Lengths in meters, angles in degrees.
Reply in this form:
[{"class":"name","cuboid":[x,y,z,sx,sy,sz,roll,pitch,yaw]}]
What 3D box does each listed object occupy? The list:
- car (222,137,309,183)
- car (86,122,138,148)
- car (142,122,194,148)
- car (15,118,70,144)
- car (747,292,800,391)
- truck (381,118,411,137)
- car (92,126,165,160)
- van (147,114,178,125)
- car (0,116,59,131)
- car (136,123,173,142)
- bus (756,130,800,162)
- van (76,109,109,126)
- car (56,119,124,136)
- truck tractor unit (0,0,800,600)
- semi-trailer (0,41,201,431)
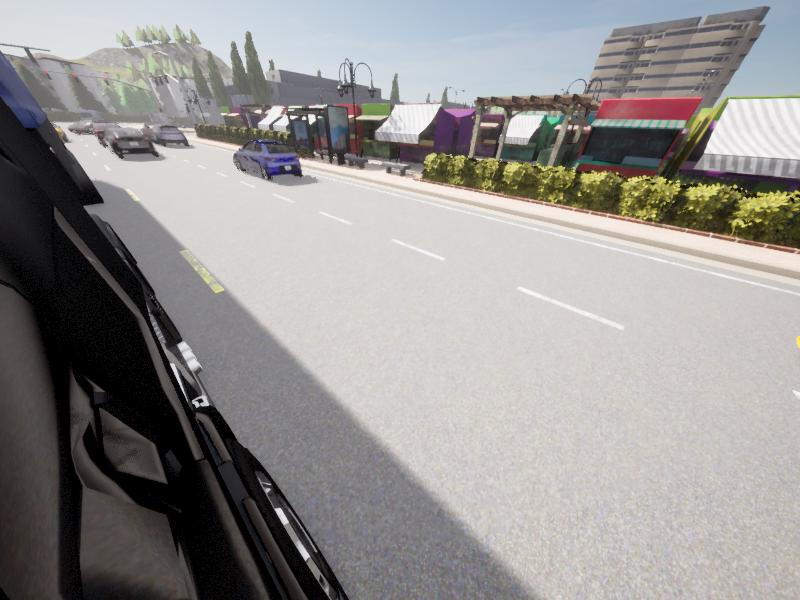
[{"class":"car","cuboid":[-6.562,-6.941,11.269,4.193,1.474,1.816,29,44,30]},{"class":"car","cuboid":[-24.004,-13.766,19.229,5.008,1.535,1.882,29,44,30]},{"class":"car","cuboid":[-21.115,-14.990,20.972,4.856,1.649,2.033,29,44,30]},{"class":"car","cuboid":[-30.171,-14.409,19.662,5.366,1.575,1.801,30,44,31]},{"class":"car","cuboid":[6.721,1.149,1.252,5.008,1.535,1.882,20,40,22]},{"class":"truck","cuboid":[-1.091,-46.411,62.377,2.891,3.827,8.468,30,44,31]},{"class":"car","cuboid":[-17.740,-10.317,15.066,4.792,1.488,2.163,29,44,30]},{"class":"van","cuboid":[-70.952,-53.915,69.134,2.351,2.431,6.366,3,37,0]},{"class":"car","cuboid":[-47.707,-22.418,29.363,1.812,1.442,4.674,30,44,31]},{"class":"car","cuboid":[-25.603,-17.493,24.112,3.633,1.501,1.845,31,45,33]},{"class":"bus","cuboid":[69.674,-27.284,40.854,3.944,4.253,10.273,28,44,30]},{"class":"van","cuboid":[-64.941,-38.580,48.909,1.988,2.561,5.915,-18,42,-25]},{"class":"car","cuboid":[-37.418,-21.041,28.144,2.163,1.488,4.792,0,37,-4]},{"class":"truck tractor unit","cuboid":[-2.645,-0.295,0.351,6.516,4.208,3.053,28,44,30]},{"class":"semi-trailer","cuboid":[-8.681,-3.619,4.240,14.254,4.402,2.717,28,44,30]}]
